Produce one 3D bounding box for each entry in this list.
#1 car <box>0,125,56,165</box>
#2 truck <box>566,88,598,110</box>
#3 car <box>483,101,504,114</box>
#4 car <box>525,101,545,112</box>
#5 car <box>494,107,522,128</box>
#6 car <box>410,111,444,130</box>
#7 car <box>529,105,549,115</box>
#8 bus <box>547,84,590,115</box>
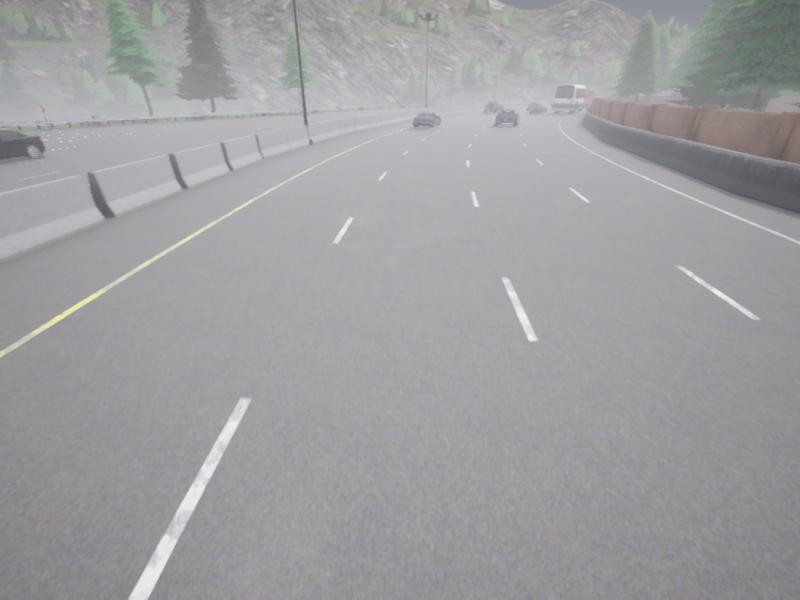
[{"bbox_3d":[-19.640,-7.254,18.914,1.882,1.535,5.008,3,27,7],"label":"car"},{"bbox_3d":[38.148,-42.164,83.891,2.891,3.827,8.468,22,34,36],"label":"truck"},{"bbox_3d":[15.408,-31.677,65.750,1.932,1.855,4.605,14,30,25],"label":"car"},{"bbox_3d":[25.037,-35.811,73.990,2.033,1.649,4.856,17,32,30],"label":"car"},{"bbox_3d":[11.234,-18.974,41.475,2.152,1.651,5.027,9,29,17],"label":"car"},{"bbox_3d":[2.726,-17.680,39.222,2.033,1.411,5.357,8,28,15],"label":"car"},{"bbox_3d":[22.291,-30.496,64.088,1.895,1.301,4.718,15,31,27],"label":"car"},{"bbox_3d":[28.080,-33.283,66.261,3.944,4.253,10.273,16,31,28],"label":"bus"}]
